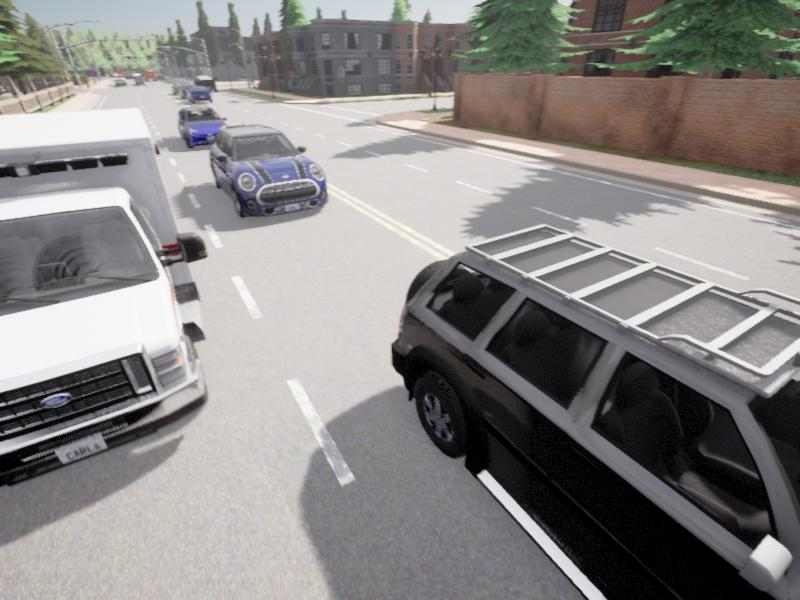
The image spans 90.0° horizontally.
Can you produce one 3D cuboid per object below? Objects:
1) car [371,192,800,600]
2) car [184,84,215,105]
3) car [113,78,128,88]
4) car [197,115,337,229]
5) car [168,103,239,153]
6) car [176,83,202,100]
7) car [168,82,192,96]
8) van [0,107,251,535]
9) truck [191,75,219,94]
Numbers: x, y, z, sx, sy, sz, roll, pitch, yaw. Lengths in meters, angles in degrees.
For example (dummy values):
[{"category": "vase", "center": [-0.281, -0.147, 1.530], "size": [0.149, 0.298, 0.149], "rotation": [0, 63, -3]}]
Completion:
[{"category": "car", "center": [1.792, 0.852, 2.649], "size": [1.932, 1.855, 4.605], "rotation": [-18, 34, -27]}, {"category": "car", "center": [-20.374, -20.840, 40.486], "size": [1.882, 1.535, 5.008], "rotation": [-17, 34, -26]}, {"category": "car", "center": [-55.512, -43.113, 79.424], "size": [2.033, 1.411, 5.357], "rotation": [-17, 34, -26]}, {"category": "car", "center": [-3.584, -3.555, 10.369], "size": [2.097, 1.767, 4.553], "rotation": [-17, 34, -26]}, {"category": "car", "center": [-9.125, -8.050, 18.426], "size": [2.007, 1.525, 4.514], "rotation": [-17, 34, -26]}, {"category": "car", "center": [-24.433, -24.194, 46.345], "size": [1.837, 1.490, 4.892], "rotation": [-17, 34, -26]}, {"category": "car", "center": [-29.525, -28.393, 53.707], "size": [2.033, 1.411, 5.357], "rotation": [-17, 34, -26]}, {"category": "van", "center": [-4.102, -0.817, 5.090], "size": [2.351, 2.431, 6.366], "rotation": [-17, 34, -26]}, {"category": "truck", "center": [-27.767, -30.664, 56.846], "size": [2.390, 2.098, 6.274], "rotation": [-17, 34, -26]}]
